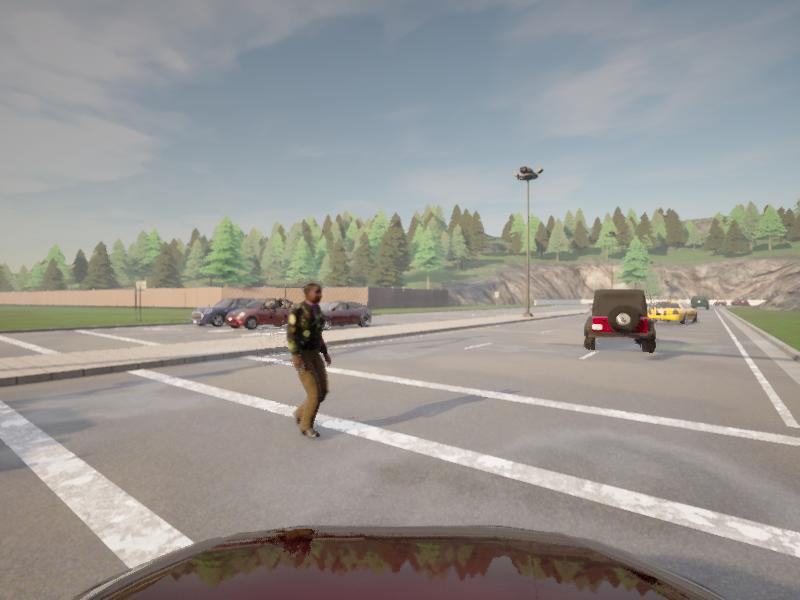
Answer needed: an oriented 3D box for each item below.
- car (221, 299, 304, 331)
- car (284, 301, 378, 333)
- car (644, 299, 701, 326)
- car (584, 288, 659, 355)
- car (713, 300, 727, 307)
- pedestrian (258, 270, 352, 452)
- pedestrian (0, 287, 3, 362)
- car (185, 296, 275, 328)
[{"bbox_3d":[-7.496,0.734,22.089,1.851,1.617,3.988,0,0,38],"label":"car"},{"bbox_3d":[-3.543,0.797,21.486,2.163,1.488,4.792,0,0,38],"label":"car"},{"bbox_3d":[17.462,0.727,25.531,5.366,1.575,1.801,0,0,-42],"label":"car"},{"bbox_3d":[7.232,0.608,13.348,1.905,1.878,3.866,0,0,26],"label":"car"},{"bbox_3d":[68.089,0.687,85.116,1.895,1.301,4.718,0,0,33],"label":"car"},{"bbox_3d":[-1.073,0.625,4.599,0.751,1.860,0.751,0,0,28],"label":"pedestrian"},{"bbox_3d":[-10.402,0.616,9.792,0.751,1.860,0.751,0,0,25],"label":"pedestrian"},{"bbox_3d":[-10.197,0.635,24.313,2.097,1.767,4.553,0,0,38],"label":"car"}]
